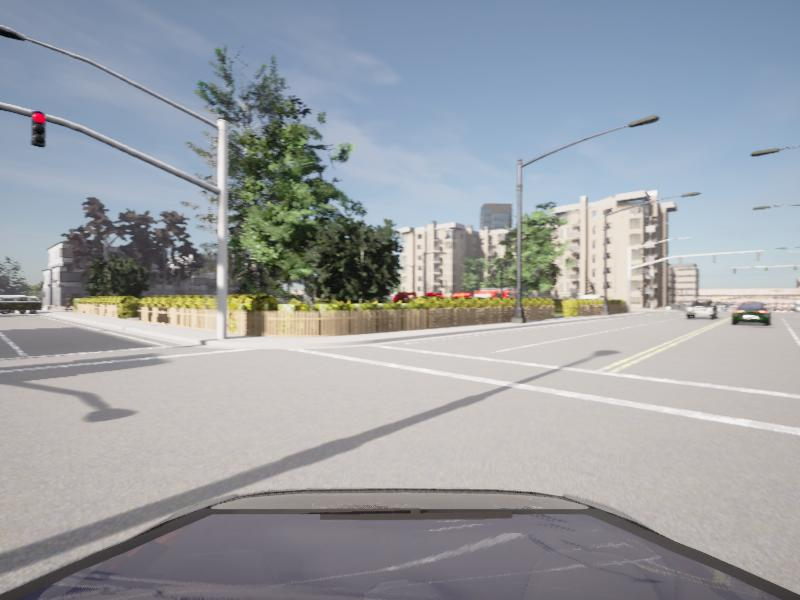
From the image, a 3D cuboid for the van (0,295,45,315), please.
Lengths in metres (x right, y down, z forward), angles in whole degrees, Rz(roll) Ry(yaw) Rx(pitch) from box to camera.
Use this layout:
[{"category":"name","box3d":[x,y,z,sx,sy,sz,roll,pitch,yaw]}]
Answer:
[{"category":"van","box3d":[-41.365,0.519,42.989,2.069,2.038,4.480,-1,-1,14]}]

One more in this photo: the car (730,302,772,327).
[{"category":"car","box3d":[24.173,0.924,27.462,2.038,1.542,4.974,0,0,43]}]

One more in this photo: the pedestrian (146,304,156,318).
[{"category":"pedestrian","box3d":[-18.954,0.823,30.498,0.500,1.100,0.500,0,0,-12]}]

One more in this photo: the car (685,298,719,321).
[{"category":"car","box3d":[26.705,0.759,35.326,1.932,1.855,4.605,0,1,43]}]

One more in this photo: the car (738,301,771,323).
[{"category":"car","box3d":[28.593,0.904,32.227,1.851,1.617,3.988,0,0,43]}]

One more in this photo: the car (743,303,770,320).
[{"category":"car","box3d":[33.071,1.004,37.060,1.812,1.442,4.674,0,0,43]}]

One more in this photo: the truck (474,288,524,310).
[{"category":"truck","box3d":[17.766,-0.219,72.398,8.468,3.827,2.891,0,0,45]}]
